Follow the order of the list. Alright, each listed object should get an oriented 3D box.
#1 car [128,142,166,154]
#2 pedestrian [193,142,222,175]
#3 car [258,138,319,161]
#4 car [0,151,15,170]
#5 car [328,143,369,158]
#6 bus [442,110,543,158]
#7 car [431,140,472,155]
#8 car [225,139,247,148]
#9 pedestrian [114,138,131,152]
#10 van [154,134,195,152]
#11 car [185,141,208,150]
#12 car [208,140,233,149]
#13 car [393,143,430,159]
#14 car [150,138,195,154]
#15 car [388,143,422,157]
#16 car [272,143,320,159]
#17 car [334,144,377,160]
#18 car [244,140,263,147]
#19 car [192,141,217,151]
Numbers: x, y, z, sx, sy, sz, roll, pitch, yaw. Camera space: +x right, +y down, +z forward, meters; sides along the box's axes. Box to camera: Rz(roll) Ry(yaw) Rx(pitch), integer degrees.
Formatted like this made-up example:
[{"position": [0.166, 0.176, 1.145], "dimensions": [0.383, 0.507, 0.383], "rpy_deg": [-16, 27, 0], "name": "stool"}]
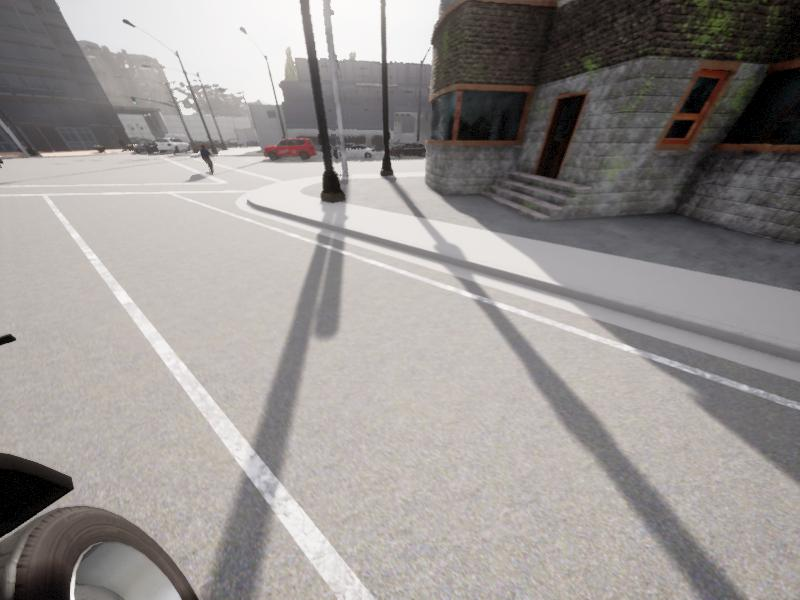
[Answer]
[{"position": [-39.613, -23.939, 36.319], "dimensions": [1.816, 1.474, 4.193], "rpy_deg": [-5, 36, -8], "name": "car"}, {"position": [-13.151, -9.644, 15.803], "dimensions": [0.751, 1.860, 0.751], "rpy_deg": [29, 44, 35], "name": "pedestrian"}, {"position": [-12.354, -16.983, 26.051], "dimensions": [5.566, 2.045, 2.150], "rpy_deg": [-6, 36, -8], "name": "car"}, {"position": [-32.950, -10.331, 16.577], "dimensions": [2.150, 2.045, 5.566], "rpy_deg": [-9, 36, -14], "name": "car"}, {"position": [-6.568, -19.380, 29.908], "dimensions": [4.892, 1.490, 1.837], "rpy_deg": [-6, 36, -8], "name": "car"}, {"position": [10.832, -20.330, 28.356], "dimensions": [10.273, 4.253, 3.944], "rpy_deg": [-7, 36, -7], "name": "bus"}, {"position": [6.923, -20.889, 31.642], "dimensions": [5.008, 1.535, 1.882], "rpy_deg": [-7, 36, -7], "name": "car"}, {"position": [-39.460, -37.799, 55.840], "dimensions": [1.930, 1.638, 5.238], "rpy_deg": [-2, 35, -3], "name": "car"}, {"position": [-44.346, -24.856, 36.954], "dimensions": [0.751, 1.860, 0.751], "rpy_deg": [-7, 36, -10], "name": "pedestrian"}, {"position": [-40.803, -28.632, 42.046], "dimensions": [1.988, 2.561, 5.915], "rpy_deg": [-5, 36, -8], "name": "van"}, {"position": [-41.947, -32.023, 47.725], "dimensions": [1.845, 1.501, 3.633], "rpy_deg": [-6, 36, -8], "name": "car"}, {"position": [-38.783, -33.767, 50.125], "dimensions": [1.930, 1.638, 5.238], "rpy_deg": [-5, 36, -7], "name": "car"}, {"position": [1.321, -18.171, 28.051], "dimensions": [4.193, 1.474, 1.816], "rpy_deg": [-6, 36, -7], "name": "car"}, {"position": [-36.300, -24.846, 37.131], "dimensions": [2.150, 2.045, 5.566], "rpy_deg": [-5, 35, -7], "name": "car"}, {"position": [0.661, -20.101, 30.880], "dimensions": [4.181, 1.385, 1.994], "rpy_deg": [-5, 36, -6], "name": "car"}, {"position": [-12.962, -18.764, 29.021], "dimensions": [5.008, 1.535, 1.882], "rpy_deg": [-6, 35, -8], "name": "car"}, {"position": [-5.153, -17.458, 27.211], "dimensions": [4.674, 1.442, 1.812], "rpy_deg": [-6, 36, -8], "name": "car"}, {"position": [-39.111, -41.844, 61.726], "dimensions": [1.816, 1.474, 4.193], "rpy_deg": [5, 35, 6], "name": "car"}, {"position": [-37.750, -29.864, 44.739], "dimensions": [1.816, 1.474, 4.193], "rpy_deg": [-5, 36, -7], "name": "car"}]
